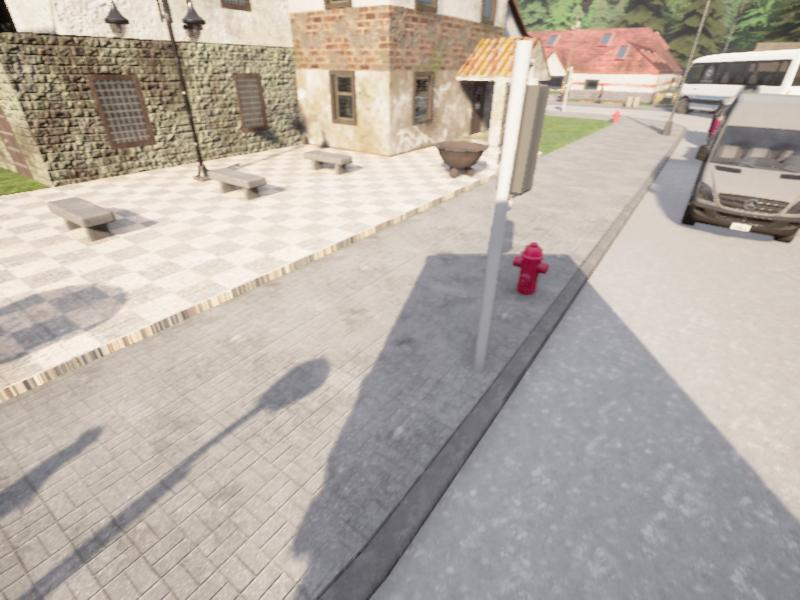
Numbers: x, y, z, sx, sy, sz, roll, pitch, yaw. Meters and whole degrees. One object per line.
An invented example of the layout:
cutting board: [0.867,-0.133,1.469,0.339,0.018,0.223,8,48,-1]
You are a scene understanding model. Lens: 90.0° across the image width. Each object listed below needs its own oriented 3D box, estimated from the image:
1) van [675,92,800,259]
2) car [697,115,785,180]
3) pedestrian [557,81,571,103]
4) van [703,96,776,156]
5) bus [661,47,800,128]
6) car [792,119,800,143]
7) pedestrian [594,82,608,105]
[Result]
van: [8.466,-3.377,9.535,1.988,2.561,5.915,21,36,30]
car: [12.176,-5.635,14.478,1.789,1.549,3.705,20,35,29]
pedestrian: [16.375,-20.801,40.032,0.751,1.860,0.751,23,37,33]
van: [15.324,-8.057,18.275,1.775,1.987,4.442,19,35,29]
bus: [24.252,-15.097,28.311,3.944,4.253,10.273,-3,29,-2]
car: [21.599,-8.666,19.959,2.128,1.511,4.902,20,36,30]
pedestrian: [19.287,-19.799,38.386,0.751,1.860,0.751,15,33,23]
